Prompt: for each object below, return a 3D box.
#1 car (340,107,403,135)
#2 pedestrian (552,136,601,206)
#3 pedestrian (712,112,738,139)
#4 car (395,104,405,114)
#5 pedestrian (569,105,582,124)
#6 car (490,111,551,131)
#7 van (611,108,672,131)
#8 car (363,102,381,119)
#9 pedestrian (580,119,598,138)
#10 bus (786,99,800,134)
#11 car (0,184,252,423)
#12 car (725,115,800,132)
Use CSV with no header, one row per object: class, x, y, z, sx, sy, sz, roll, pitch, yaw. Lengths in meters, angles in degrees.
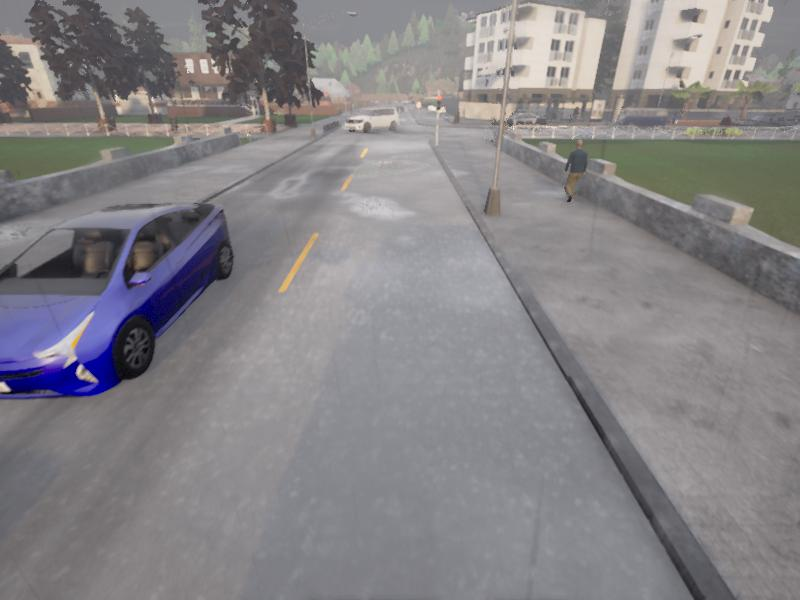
car,-2.382,-15.829,35.207,2.150,2.045,5.566,21,33,35
pedestrian,5.115,-3.753,11.680,0.751,1.860,0.751,0,27,0
pedestrian,24.959,-13.444,30.764,0.751,1.860,0.751,0,27,0
car,0.007,-35.082,73.332,1.837,1.490,4.892,0,27,0
pedestrian,19.430,-20.531,44.260,0.751,1.860,0.751,-1,27,-2
car,11.677,-17.518,39.085,5.238,1.638,1.930,0,27,0
van,23.447,-17.619,39.022,4.442,1.987,1.775,0,27,0
car,-3.994,-27.053,57.054,2.150,2.045,5.566,0,27,0
pedestrian,14.562,-13.235,30.866,0.751,1.300,0.751,0,27,0
bus,41.644,-16.772,35.082,10.273,4.253,3.944,0,27,0
car,-4.004,-0.440,5.781,2.007,1.525,4.514,0,27,0
car,35.468,-17.301,39.178,5.357,1.411,2.033,0,27,0
